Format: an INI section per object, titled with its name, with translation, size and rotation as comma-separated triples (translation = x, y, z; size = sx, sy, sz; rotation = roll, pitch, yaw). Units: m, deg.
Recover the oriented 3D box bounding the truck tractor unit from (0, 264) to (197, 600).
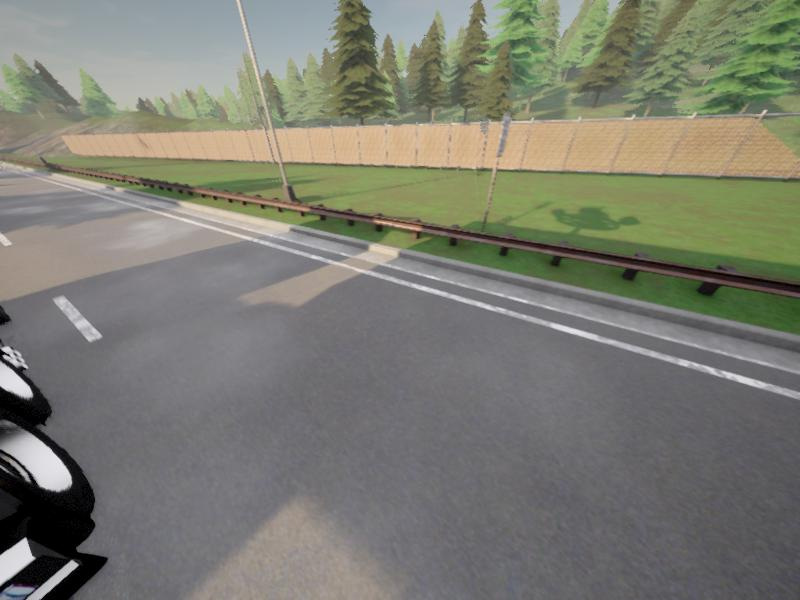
[truck tractor unit]
translation = -5.113, -0.295, 0.793
size = 6.516, 4.208, 3.053
rotation = 18, 39, 24
